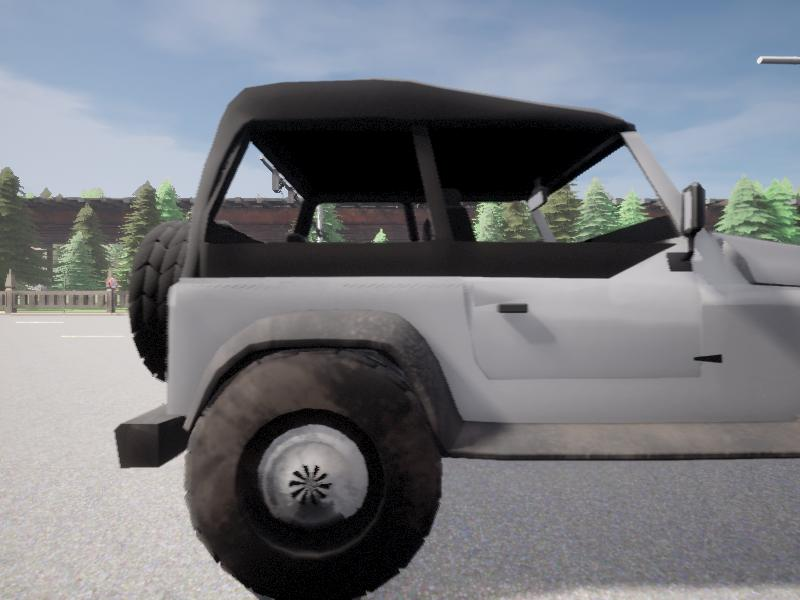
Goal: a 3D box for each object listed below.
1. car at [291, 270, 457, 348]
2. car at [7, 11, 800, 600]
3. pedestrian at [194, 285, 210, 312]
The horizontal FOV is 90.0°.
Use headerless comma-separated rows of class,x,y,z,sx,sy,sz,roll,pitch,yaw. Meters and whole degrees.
car,-0.755,0.188,10.235,3.988,1.617,1.851,0,0,37
car,0.726,0.047,2.197,3.866,1.878,1.905,0,0,-1
pedestrian,-14.062,-0.115,28.362,0.751,1.860,0.751,0,0,1
